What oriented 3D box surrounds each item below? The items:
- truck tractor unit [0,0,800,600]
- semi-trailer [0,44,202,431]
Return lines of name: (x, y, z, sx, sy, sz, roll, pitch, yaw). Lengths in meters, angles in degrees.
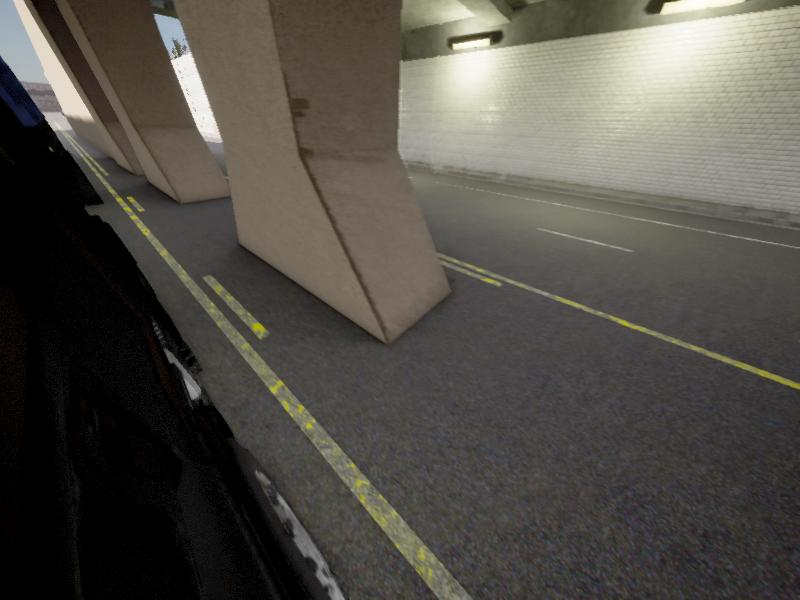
truck tractor unit: (-2.645, -0.295, 0.352, 6.516, 4.208, 3.053, 28, 44, 30)
semi-trailer: (-8.709, -3.590, 4.230, 14.254, 4.402, 2.717, 28, 44, 30)
